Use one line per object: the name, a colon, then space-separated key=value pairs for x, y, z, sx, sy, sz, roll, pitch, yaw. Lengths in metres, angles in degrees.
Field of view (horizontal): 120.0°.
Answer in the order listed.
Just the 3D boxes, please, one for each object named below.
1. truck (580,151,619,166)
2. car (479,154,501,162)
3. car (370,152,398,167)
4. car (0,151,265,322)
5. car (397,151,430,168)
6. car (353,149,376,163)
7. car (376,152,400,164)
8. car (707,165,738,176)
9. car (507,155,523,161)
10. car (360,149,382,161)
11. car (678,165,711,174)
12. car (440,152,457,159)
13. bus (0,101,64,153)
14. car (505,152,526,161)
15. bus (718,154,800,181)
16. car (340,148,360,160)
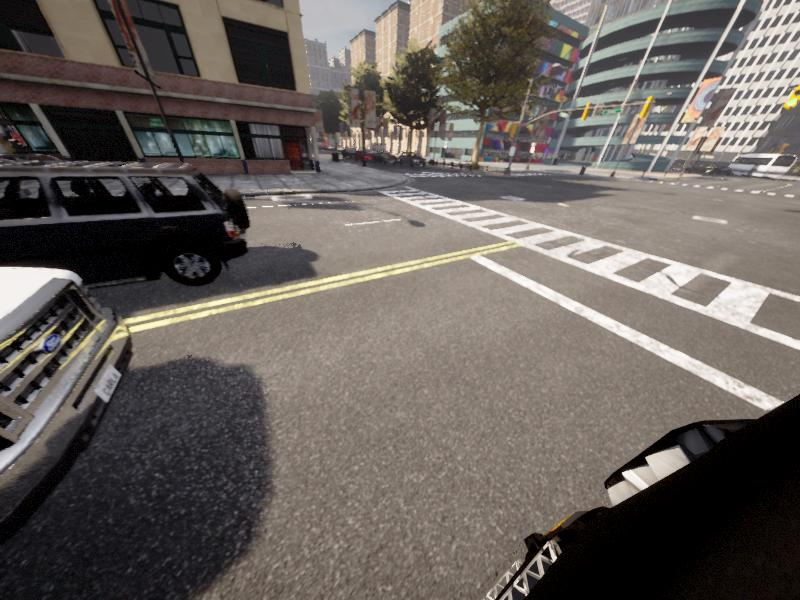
truck: x=66.028 y=-47.080 z=76.814 sx=2.891 sy=3.827 sz=8.468 roll=-14 pitch=37 yaw=-23
car: x=23.134 y=-36.529 z=59.351 sx=2.128 sy=1.511 sz=4.902 roll=-16 pitch=38 yaw=-26
car: x=-2.229 y=-19.236 z=31.506 sx=1.812 sy=1.442 sz=4.674 roll=-16 pitch=38 yaw=-26
car: x=-5.030 y=-1.158 z=3.616 sx=4.605 sy=1.855 sz=1.932 roll=-15 pitch=38 yaw=-26
car: x=1.703 y=-19.251 z=31.639 sx=2.242 sy=1.667 sz=4.611 roll=-16 pitch=38 yaw=-26
car: x=-5.604 y=-22.558 z=36.175 sx=2.007 sy=1.525 sz=4.514 roll=-16 pitch=38 yaw=-26
car: x=-1.943 y=-22.718 z=36.851 sx=1.994 sy=1.385 sz=4.181 roll=-16 pitch=38 yaw=-26
car: x=73.039 y=-29.355 z=52.408 sx=1.905 sy=1.878 sz=3.866 roll=14 pitch=35 yaw=16
car: x=39.492 y=-48.872 z=79.368 sx=2.007 sy=1.523 sz=4.514 roll=-16 pitch=38 yaw=-26
car: x=-5.284 y=-26.085 z=41.535 sx=2.128 sy=1.511 sz=4.902 roll=-16 pitch=38 yaw=-26
car: x=78.358 y=-34.878 z=61.647 sx=2.152 sy=1.651 sz=5.027 roll=1 pitch=34 yaw=-2
car: x=13.748 y=-41.229 z=65.764 sx=2.161 sy=1.482 sz=4.786 roll=-16 pitch=38 yaw=-26
bus: x=-42.306 y=-18.140 z=24.104 sx=3.944 sy=4.253 sz=10.273 roll=-16 pitch=38 yaw=-26
car: x=39.539 y=-49.169 z=79.110 sx=2.435 sy=2.045 sz=5.566 roll=-16 pitch=38 yaw=-26
bus: x=75.446 y=-28.339 z=48.901 sx=3.944 sy=4.253 sz=10.273 roll=14 pitch=35 yaw=16
car: x=-8.913 y=-25.784 z=40.806 sx=1.837 sy=1.490 sz=4.892 roll=-16 pitch=38 yaw=-27
